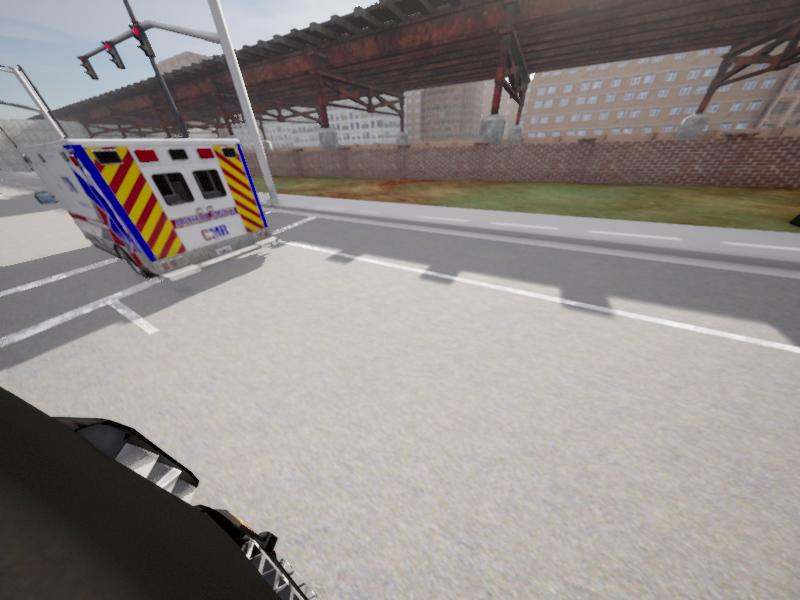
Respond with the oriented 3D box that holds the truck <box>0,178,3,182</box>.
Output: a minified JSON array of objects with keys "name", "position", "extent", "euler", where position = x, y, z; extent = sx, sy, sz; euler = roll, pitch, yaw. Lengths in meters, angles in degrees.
[{"name":"truck","position":[-52.904,-16.344,27.867],"extent":[8.468,3.827,2.891],"euler":[16,38,25]}]

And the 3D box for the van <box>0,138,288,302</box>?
[{"name":"van","position":[-6.240,-2.351,5.687],"extent":[6.366,2.431,2.351],"euler":[16,38,25]}]
